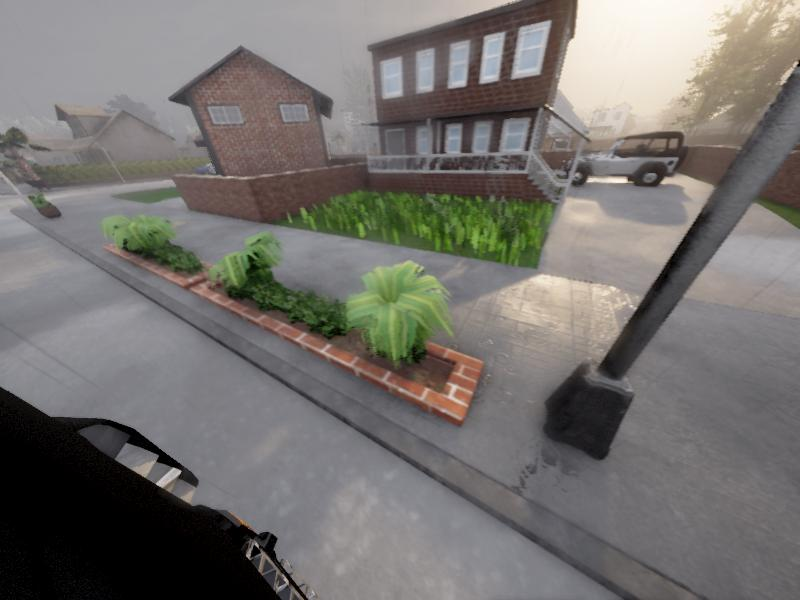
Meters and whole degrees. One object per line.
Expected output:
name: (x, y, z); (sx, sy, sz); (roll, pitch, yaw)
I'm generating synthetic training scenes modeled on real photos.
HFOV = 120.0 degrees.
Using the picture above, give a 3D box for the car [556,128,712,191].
car: (9.046, -5.778, 9.582); (3.866, 1.878, 1.905); (16, 38, 26)

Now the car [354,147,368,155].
car: (-12.204, -46.582, 72.315); (3.866, 1.878, 1.905); (-16, 36, -19)

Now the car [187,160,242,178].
car: (-23.811, -17.006, 29.845); (1.882, 1.535, 5.008); (16, 38, 26)

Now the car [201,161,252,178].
car: (-20.702, -15.675, 27.765); (1.994, 1.385, 4.181); (16, 38, 26)

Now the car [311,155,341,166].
car: (-12.578, -23.860, 39.449); (1.895, 1.301, 4.718); (17, 39, 27)
